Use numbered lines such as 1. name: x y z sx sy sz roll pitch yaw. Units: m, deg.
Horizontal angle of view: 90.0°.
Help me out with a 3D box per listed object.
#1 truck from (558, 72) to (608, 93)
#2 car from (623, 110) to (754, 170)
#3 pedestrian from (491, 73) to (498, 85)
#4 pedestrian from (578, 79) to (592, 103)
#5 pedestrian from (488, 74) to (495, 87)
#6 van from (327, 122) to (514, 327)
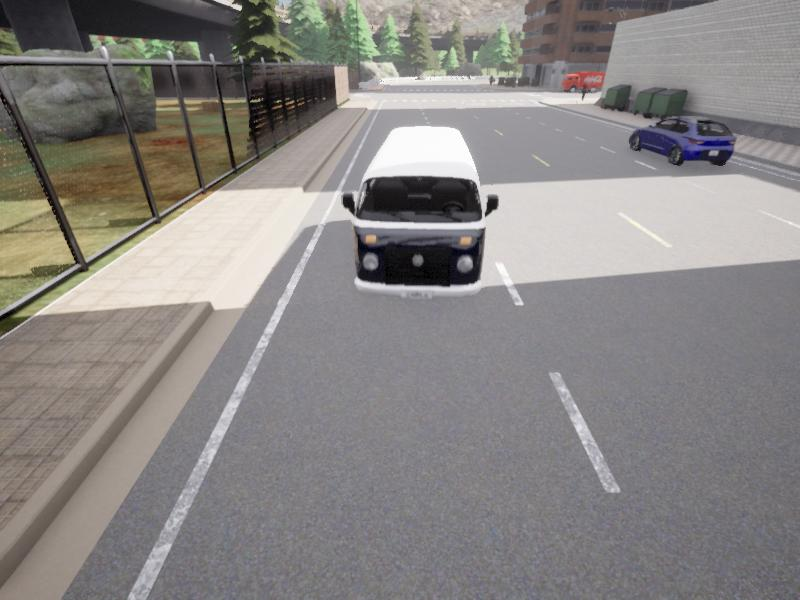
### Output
1. truck: 24.651 -29.452 54.150 5.204 2.467 2.627 0 30 0
2. car: 10.517 -6.138 15.081 1.816 1.474 4.193 0 30 0
3. pedestrian: 16.748 -39.132 70.882 0.751 1.860 0.751 -2 30 -3
4. pedestrian: 16.955 -19.195 36.724 0.751 1.860 0.751 12 32 20
5. pedestrian: 14.488 -34.813 63.480 0.751 1.860 0.751 1 30 1
6. van: 0.373 -1.679 6.872 2.069 2.038 4.480 2 30 4
